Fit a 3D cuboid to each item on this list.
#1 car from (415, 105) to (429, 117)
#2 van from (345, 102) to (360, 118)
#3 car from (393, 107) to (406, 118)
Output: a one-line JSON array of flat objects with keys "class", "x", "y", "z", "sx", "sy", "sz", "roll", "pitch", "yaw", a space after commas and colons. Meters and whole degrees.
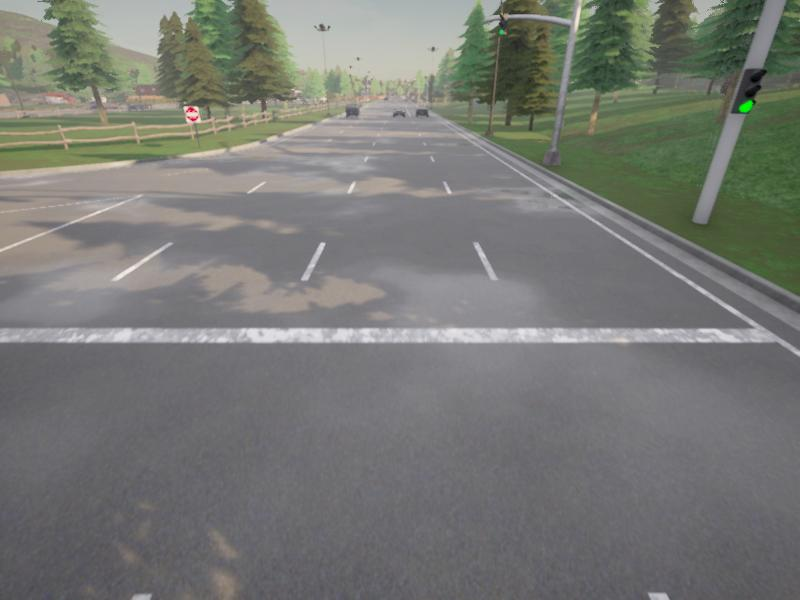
[{"class": "car", "x": 3.382, "y": -29.562, "z": 62.482, "sx": 1.930, "sy": 1.638, "sz": 5.238, "roll": 0, "pitch": 27, "yaw": 0}, {"class": "van", "x": -7.115, "y": -28.804, "z": 60.648, "sx": 1.775, "sy": 1.987, "sz": 4.442, "roll": 0, "pitch": 27, "yaw": 0}, {"class": "car", "x": -0.116, "y": -29.029, "z": 61.816, "sx": 1.895, "sy": 1.301, "sz": 4.718, "roll": 0, "pitch": 27, "yaw": 0}]
